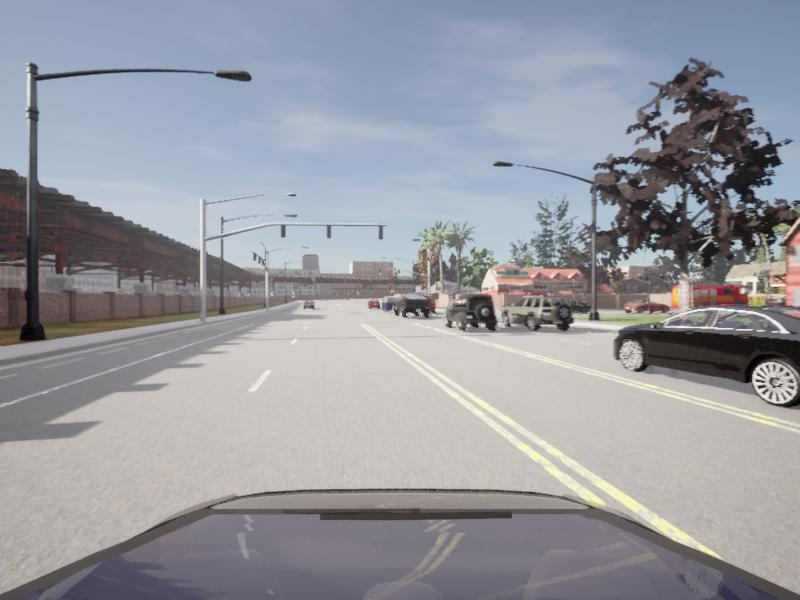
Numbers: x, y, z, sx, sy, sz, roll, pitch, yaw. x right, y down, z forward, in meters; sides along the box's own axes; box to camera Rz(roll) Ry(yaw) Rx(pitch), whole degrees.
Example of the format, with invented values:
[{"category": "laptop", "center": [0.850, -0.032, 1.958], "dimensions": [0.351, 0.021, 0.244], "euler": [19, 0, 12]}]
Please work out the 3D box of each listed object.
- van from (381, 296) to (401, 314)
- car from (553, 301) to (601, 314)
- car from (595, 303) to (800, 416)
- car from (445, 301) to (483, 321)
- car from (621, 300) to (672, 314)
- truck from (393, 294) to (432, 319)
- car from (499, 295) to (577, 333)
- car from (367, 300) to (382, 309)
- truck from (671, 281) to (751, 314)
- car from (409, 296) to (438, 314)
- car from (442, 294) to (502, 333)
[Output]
[{"category": "van", "center": [-1.121, 0.591, 48.541], "dimensions": [1.775, 1.987, 4.442], "euler": [0, 0, -10]}, {"category": "car", "center": [20.100, 0.847, 45.520], "dimensions": [4.892, 1.490, 1.837], "euler": [0, 0, -11]}, {"category": "car", "center": [6.210, 0.833, 7.487], "dimensions": [2.128, 1.511, 4.902], "euler": [0, 0, -10]}, {"category": "car", "center": [5.193, 0.860, 33.114], "dimensions": [1.970, 1.475, 3.806], "euler": [0, 0, -10]}, {"category": "car", "center": [29.125, 0.777, 47.350], "dimensions": [5.027, 1.651, 2.152], "euler": [0, 0, -12]}, {"category": "truck", "center": [0.999, 0.549, 36.677], "dimensions": [2.390, 2.098, 6.274], "euler": [0, 0, -10]}, {"category": "car", "center": [7.243, 0.656, 21.540], "dimensions": [1.932, 1.855, 4.605], "euler": [0, 0, -11]}, {"category": "car", "center": [-4.350, 0.727, 66.630], "dimensions": [2.007, 1.525, 4.514], "euler": [0, 1, -10]}, {"category": "truck", "center": [38.219, -0.327, 49.232], "dimensions": [8.468, 3.827, 2.891], "euler": [0, 0, -12]}, {"category": "car", "center": [2.651, 0.561, 47.313], "dimensions": [2.150, 2.045, 5.566], "euler": [0, 0, -10]}, {"category": "car", "center": [3.736, 0.650, 21.381], "dimensions": [1.905, 1.878, 3.866], "euler": [0, 0, -10]}]
